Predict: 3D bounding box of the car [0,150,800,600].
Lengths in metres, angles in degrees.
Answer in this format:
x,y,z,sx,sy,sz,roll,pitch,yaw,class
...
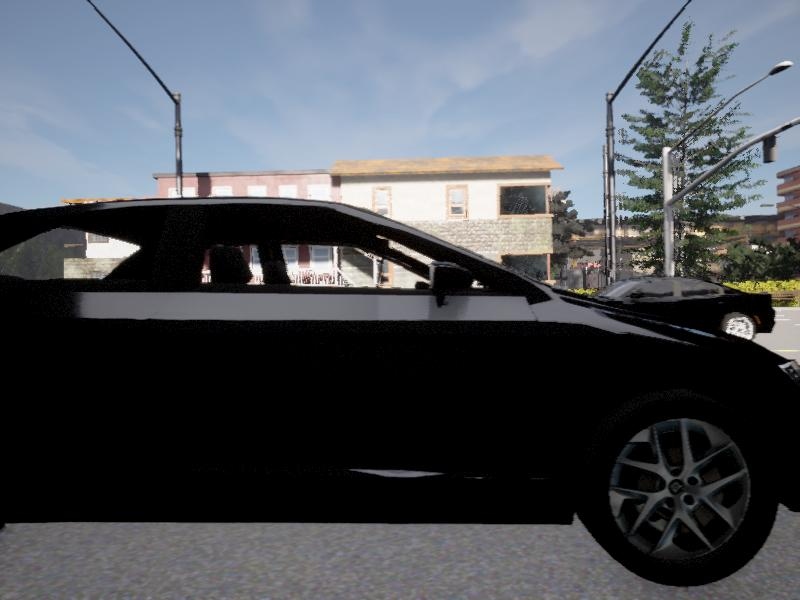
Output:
x,y,z,sx,sy,sz,roll,pitch,yaw,class
-0.343,0.252,2.206,4.193,1.474,1.816,0,0,0,car

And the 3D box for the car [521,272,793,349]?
x,y,z,sx,sy,sz,roll,pitch,yaw,class
5.583,0.214,9.183,5.008,1.535,1.882,-1,0,0,car
